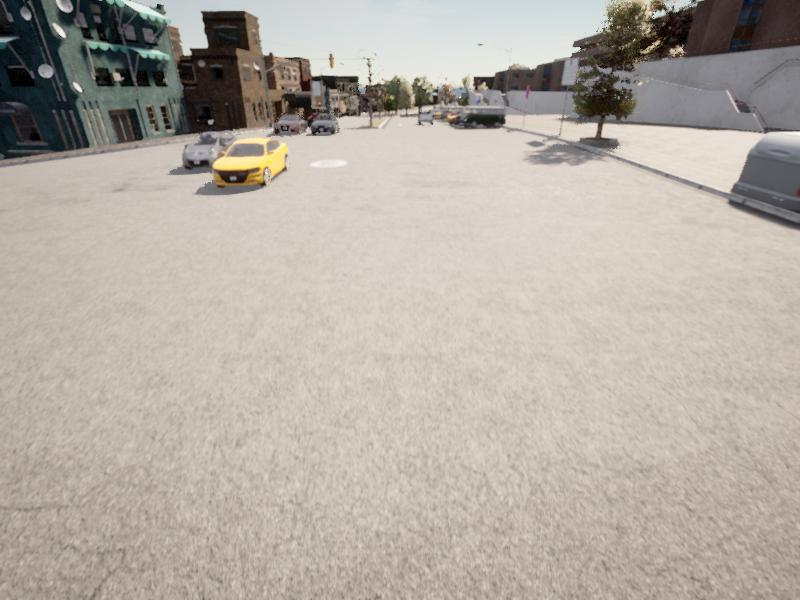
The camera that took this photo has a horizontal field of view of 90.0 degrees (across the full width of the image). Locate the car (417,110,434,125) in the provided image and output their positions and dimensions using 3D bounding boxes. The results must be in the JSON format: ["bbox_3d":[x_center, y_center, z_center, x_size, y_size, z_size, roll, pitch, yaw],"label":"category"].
[{"bbox_3d":[3.011,-21.898,47.968,1.845,1.501,3.633,0,26,0],"label":"car"}]

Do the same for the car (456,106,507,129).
[{"bbox_3d":[7.973,-17.965,39.324,4.442,1.987,1.878,-8,28,-18],"label":"car"}]

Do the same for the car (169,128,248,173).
[{"bbox_3d":[-8.873,-7.135,18.920,1.845,1.501,3.633,-1,28,0],"label":"car"}]

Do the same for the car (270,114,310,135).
[{"bbox_3d":[-8.853,-14.283,32.525,1.994,1.385,4.181,0,26,0],"label":"car"}]

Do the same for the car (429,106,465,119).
[{"bbox_3d":[8.109,-32.278,68.855,5.566,2.045,2.435,-8,27,-18],"label":"car"}]

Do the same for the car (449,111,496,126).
[{"bbox_3d":[8.082,-20.338,44.839,4.674,1.452,2.002,-8,28,-18],"label":"car"}]

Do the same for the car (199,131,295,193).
[{"bbox_3d":[-5.866,-5.696,16.133,1.882,1.535,5.008,-1,28,0],"label":"car"}]

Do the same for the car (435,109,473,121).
[{"bbox_3d":[8.254,-28.193,60.968,5.366,1.575,1.946,-8,27,-18],"label":"car"}]

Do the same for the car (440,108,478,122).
[{"bbox_3d":[8.112,-25.683,55.499,4.553,1.767,2.185,-8,28,-18],"label":"car"}]

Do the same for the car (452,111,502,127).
[{"bbox_3d":[8.074,-19.043,42.163,4.674,1.452,2.002,-8,27,-18],"label":"car"}]

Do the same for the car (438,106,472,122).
[{"bbox_3d":[7.976,-27.050,58.088,4.442,1.987,1.878,-8,28,-18],"label":"car"}]

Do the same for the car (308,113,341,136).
[{"bbox_3d":[-5.855,-13.843,31.502,1.816,1.474,4.193,0,26,0],"label":"car"}]

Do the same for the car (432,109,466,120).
[{"bbox_3d":[8.086,-30.754,66.269,5.008,1.535,2.097,-8,28,-18],"label":"car"}]

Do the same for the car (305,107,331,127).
[{"bbox_3d":[-8.876,-19.916,43.466,1.905,1.878,3.866,0,26,0],"label":"car"}]

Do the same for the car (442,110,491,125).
[{"bbox_3d":[7.906,-21.649,47.442,5.366,1.575,1.946,-8,28,-18],"label":"car"}]
